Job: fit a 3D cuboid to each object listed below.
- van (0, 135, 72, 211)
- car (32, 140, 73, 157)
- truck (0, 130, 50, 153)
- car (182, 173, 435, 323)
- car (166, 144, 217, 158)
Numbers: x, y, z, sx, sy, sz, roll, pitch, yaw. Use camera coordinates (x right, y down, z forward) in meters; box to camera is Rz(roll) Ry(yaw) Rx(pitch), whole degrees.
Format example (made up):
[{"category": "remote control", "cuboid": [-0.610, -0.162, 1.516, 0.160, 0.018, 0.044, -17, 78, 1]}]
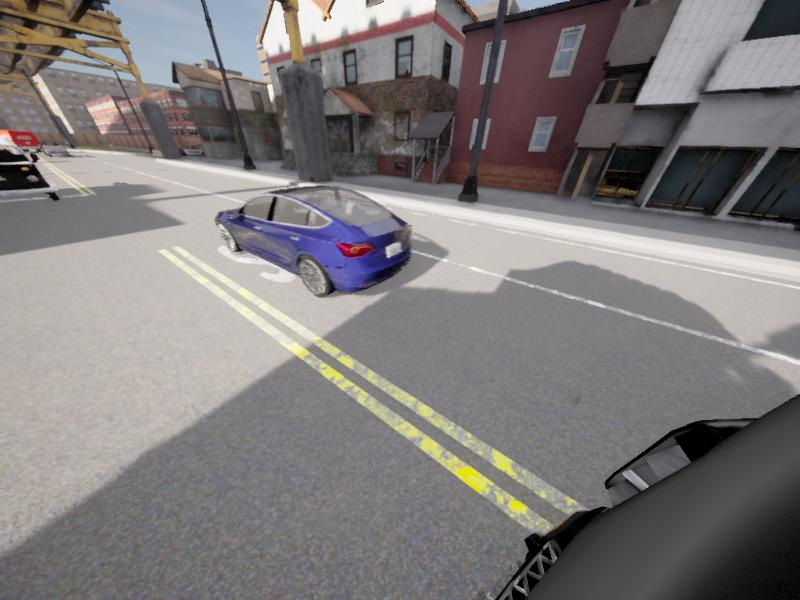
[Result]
[{"category": "van", "cuboid": [-14.847, -4.836, 8.550, 4.480, 2.038, 2.069, 24, 39, 28]}, {"category": "car", "cuboid": [-41.350, -18.021, 27.507, 3.633, 1.501, 1.845, 21, 38, 26]}, {"category": "truck", "cuboid": [-52.104, -21.498, 31.321, 5.204, 2.467, 2.627, 10, 34, 12]}, {"category": "car", "cuboid": [-1.994, -1.568, 4.835, 4.792, 1.488, 2.163, 23, 39, 28]}, {"category": "car", "cuboid": [-30.262, -21.774, 33.744, 4.974, 1.542, 2.038, -13, 36, -21]}]
